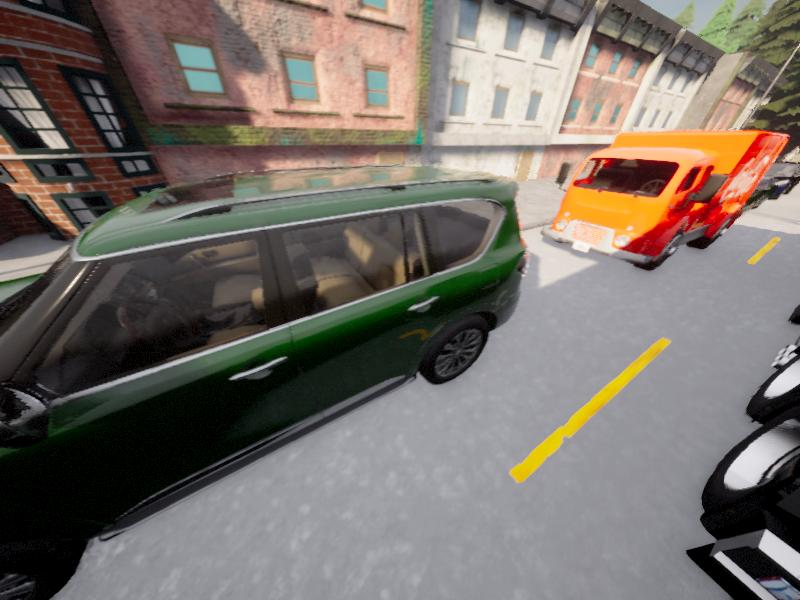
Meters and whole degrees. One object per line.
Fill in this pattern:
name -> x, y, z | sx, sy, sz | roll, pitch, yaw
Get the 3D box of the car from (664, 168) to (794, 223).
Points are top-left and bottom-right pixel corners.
car -> 13.080, -4.320, 9.198 | 4.718, 1.301, 1.895 | -18, 39, -25

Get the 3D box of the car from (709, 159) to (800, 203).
car -> 18.812, -6.263, 11.881 | 4.792, 1.488, 2.163 | -18, 39, -24

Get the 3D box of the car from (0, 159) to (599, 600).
car -> -1.217, 0.004, 2.197 | 5.566, 2.045, 2.150 | -18, 39, -25

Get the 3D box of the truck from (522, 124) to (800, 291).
truck -> 6.168, -2.564, 5.583 | 5.204, 2.467, 2.627 | -18, 39, -24

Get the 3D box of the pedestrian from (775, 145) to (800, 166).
pedestrian -> 42.228, -15.598, 24.954 | 0.751, 1.860, 0.751 | 17, 38, 23

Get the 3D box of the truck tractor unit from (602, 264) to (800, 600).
truck tractor unit -> 5.114, -0.297, 0.783 | 6.516, 4.208, 3.053 | -18, 39, -24
